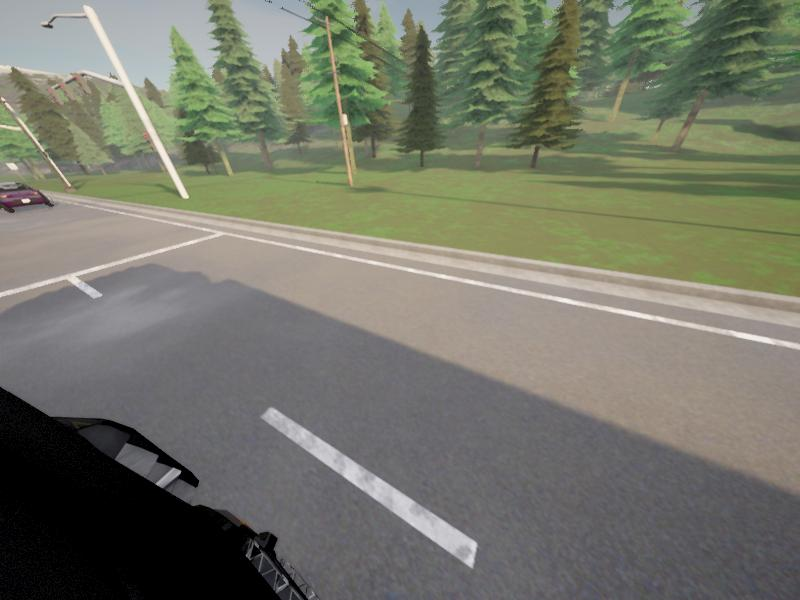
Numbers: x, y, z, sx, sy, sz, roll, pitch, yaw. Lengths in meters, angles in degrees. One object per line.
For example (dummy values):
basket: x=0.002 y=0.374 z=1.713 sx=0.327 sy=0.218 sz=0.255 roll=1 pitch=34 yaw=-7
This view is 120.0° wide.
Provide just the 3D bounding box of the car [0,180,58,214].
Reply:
car: x=-23.928 y=-6.515 z=14.407 sx=4.193 sy=1.474 sz=1.816 roll=15 pitch=37 yaw=25
